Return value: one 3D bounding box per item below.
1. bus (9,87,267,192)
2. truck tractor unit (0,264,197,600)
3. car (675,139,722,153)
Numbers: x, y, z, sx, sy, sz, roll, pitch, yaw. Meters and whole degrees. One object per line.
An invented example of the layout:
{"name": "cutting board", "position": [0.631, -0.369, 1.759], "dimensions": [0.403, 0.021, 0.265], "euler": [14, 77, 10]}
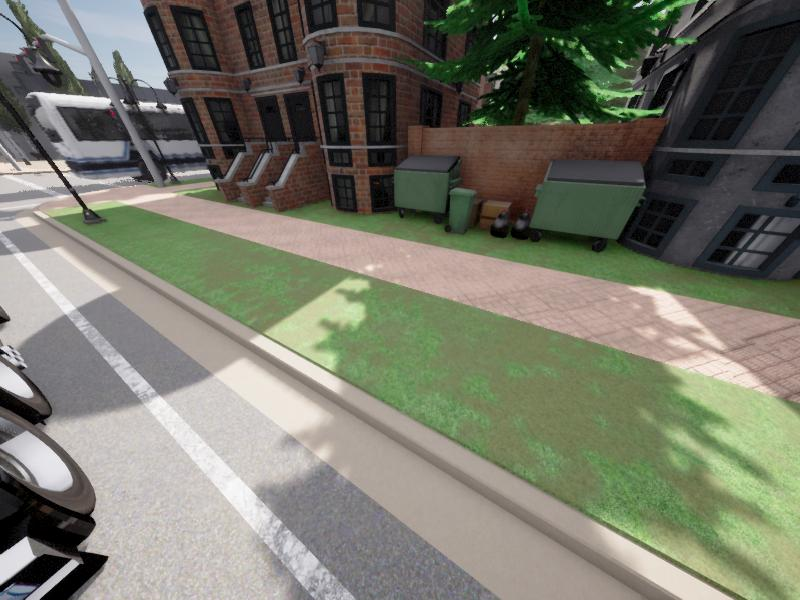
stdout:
{"name": "bus", "position": [-15.817, -10.819, 15.916], "dimensions": [3.944, 4.253, 10.273], "euler": [18, 39, 24]}
{"name": "truck tractor unit", "position": [-5.112, -0.299, 0.780], "dimensions": [6.516, 4.208, 3.053], "euler": [18, 39, 24]}
{"name": "car", "position": [53.703, -27.944, 41.822], "dimensions": [2.150, 2.045, 5.566], "euler": [8, 36, 11]}
